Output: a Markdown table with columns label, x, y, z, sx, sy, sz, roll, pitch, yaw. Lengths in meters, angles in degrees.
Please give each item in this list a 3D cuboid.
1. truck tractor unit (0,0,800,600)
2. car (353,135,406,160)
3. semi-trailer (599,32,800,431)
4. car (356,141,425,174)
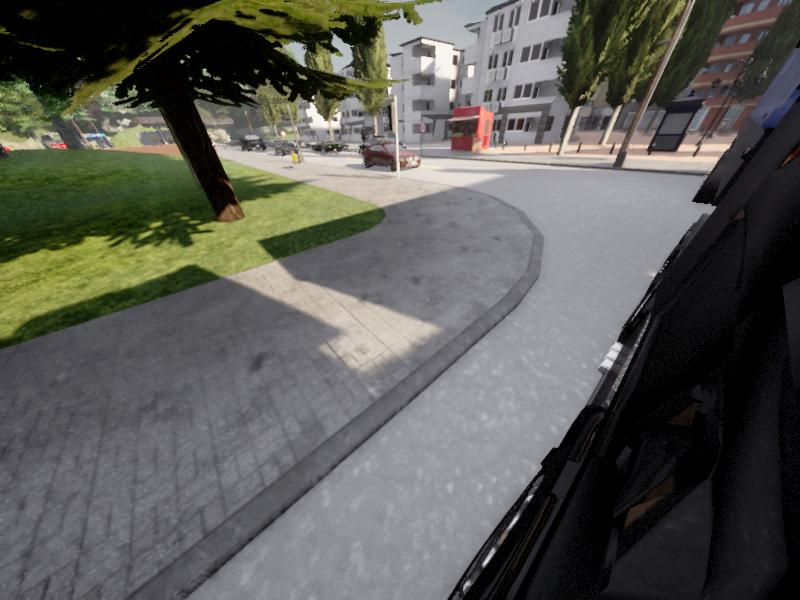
| label | x | y | z | sx | sy | sz | roll | pitch | yaw |
| --- | --- | --- | --- | --- | --- | --- | --- | --- | --- |
| truck tractor unit | 2.645 | -0.295 | 0.351 | 6.516 | 4.208 | 3.053 | -28 | 44 | -30 |
| car | -1.924 | -13.811 | 20.796 | 1.930 | 1.638 | 5.238 | -29 | 44 | -31 |
| semi-trailer | 8.642 | -3.655 | 4.265 | 14.254 | 4.402 | 2.717 | -29 | 44 | -30 |
| car | -0.713 | -9.235 | 14.792 | 1.812 | 1.442 | 4.674 | -28 | 44 | -30 |
